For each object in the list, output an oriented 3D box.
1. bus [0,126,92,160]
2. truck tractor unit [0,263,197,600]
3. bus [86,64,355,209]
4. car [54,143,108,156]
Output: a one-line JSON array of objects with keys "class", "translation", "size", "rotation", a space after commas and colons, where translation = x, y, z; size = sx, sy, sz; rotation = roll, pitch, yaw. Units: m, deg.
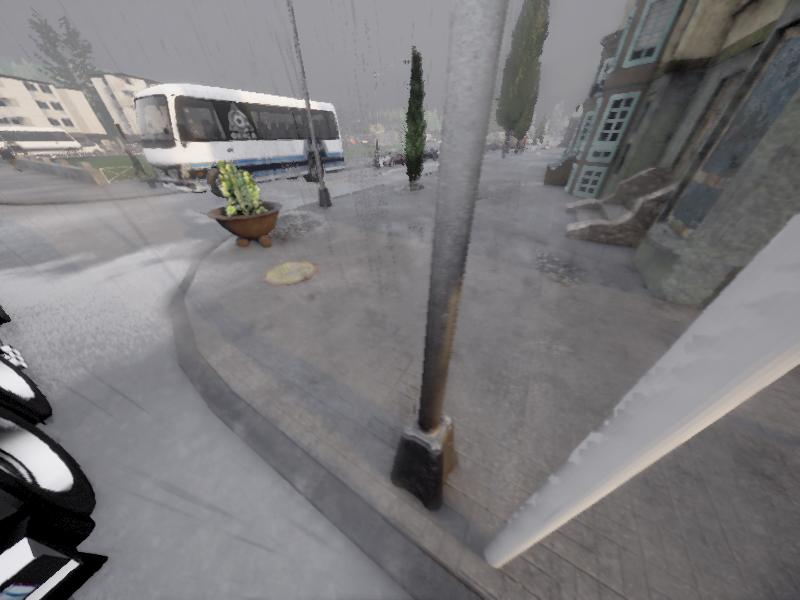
[{"class": "bus", "translation": [-61.141, -26.243, 38.523], "size": [3.944, 4.253, 10.273], "rotation": [18, 39, 24]}, {"class": "truck tractor unit", "translation": [-5.111, -0.300, 0.780], "size": [6.516, 4.208, 3.053], "rotation": [18, 39, 24]}, {"class": "bus", "translation": [-7.566, -8.651, 12.772], "size": [3.944, 4.253, 10.273], "rotation": [18, 39, 24]}, {"class": "car", "translation": [-61.629, -29.263, 44.811], "size": [2.150, 2.045, 5.566], "rotation": [18, 39, 24]}]
